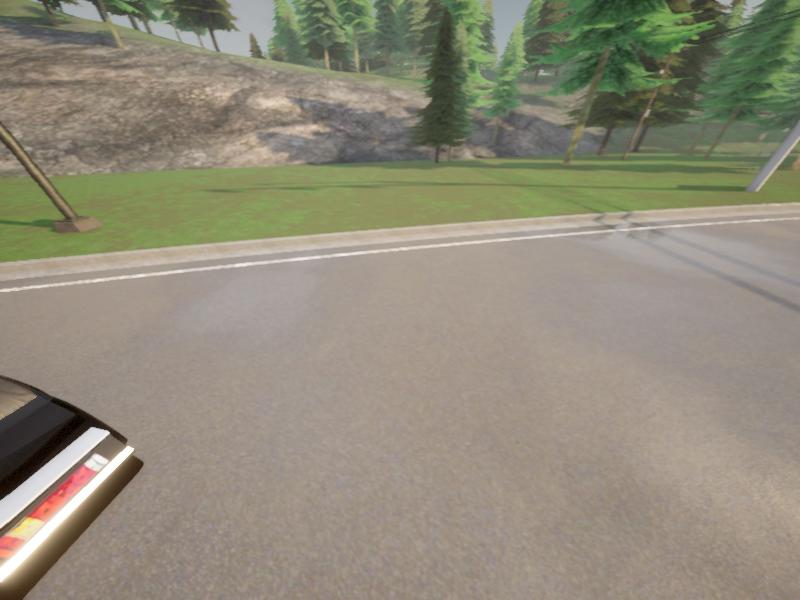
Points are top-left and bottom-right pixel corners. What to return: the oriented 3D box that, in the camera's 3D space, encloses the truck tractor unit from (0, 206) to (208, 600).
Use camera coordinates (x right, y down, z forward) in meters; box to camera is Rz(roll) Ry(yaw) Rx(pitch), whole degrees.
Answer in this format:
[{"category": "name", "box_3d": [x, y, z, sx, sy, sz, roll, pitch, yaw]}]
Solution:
[{"category": "truck tractor unit", "box_3d": [-5.351, 0.088, 0.245, 6.516, 4.208, 3.053, 5, 35, 8]}]
